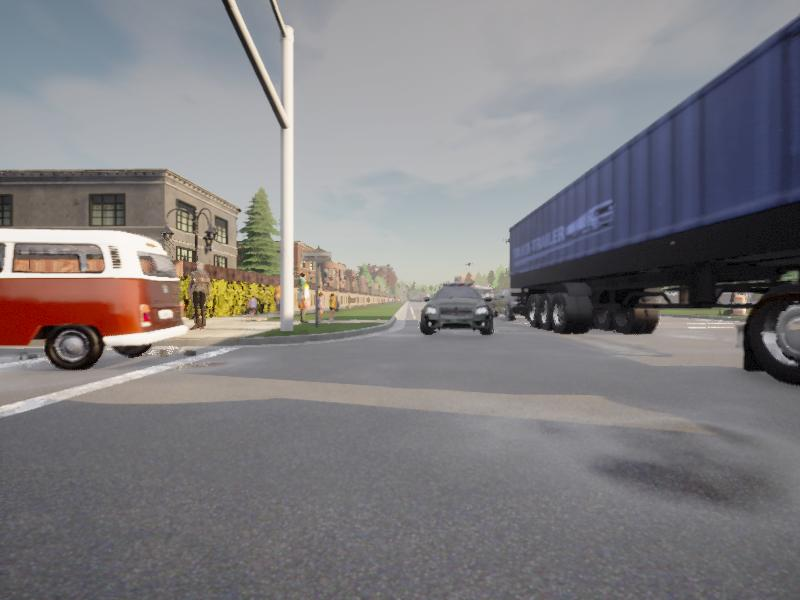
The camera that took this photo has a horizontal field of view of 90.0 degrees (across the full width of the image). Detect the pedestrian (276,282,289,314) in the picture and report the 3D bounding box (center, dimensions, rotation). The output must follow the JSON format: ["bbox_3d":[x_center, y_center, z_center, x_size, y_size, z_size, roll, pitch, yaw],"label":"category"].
[{"bbox_3d":[-6.813,-0.113,23.238,0.751,1.860,0.751,0,0,-16],"label":"pedestrian"}]

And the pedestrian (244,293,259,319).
[{"bbox_3d":[-6.549,0.267,17.688,0.500,1.100,0.500,0,0,-5],"label":"pedestrian"}]

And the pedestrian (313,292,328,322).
[{"bbox_3d":[-2.962,0.266,14.846,0.500,1.100,0.500,0,0,-15],"label":"pedestrian"}]

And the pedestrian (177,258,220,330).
[{"bbox_3d":[-5.374,-0.144,10.699,0.751,1.860,0.751,0,0,1],"label":"pedestrian"}]

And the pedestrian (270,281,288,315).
[{"bbox_3d":[-6.607,-0.113,21.925,0.751,1.860,0.751,0,0,0],"label":"pedestrian"}]

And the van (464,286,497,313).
[{"bbox_3d":[6.243,-0.001,31.560,1.775,1.987,4.442,0,0,1],"label":"van"}]

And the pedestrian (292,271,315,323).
[{"bbox_3d":[-3.557,-0.114,14.686,0.751,1.860,0.751,0,0,-20],"label":"pedestrian"}]

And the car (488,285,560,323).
[{"bbox_3d":[6.013,0.180,20.164,2.152,1.651,5.027,0,0,1],"label":"car"}]

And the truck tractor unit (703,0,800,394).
[{"bbox_3d":[5.659,-1.126,2.259,3.053,4.208,6.516,0,0,1],"label":"truck tractor unit"}]

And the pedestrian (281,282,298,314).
[{"bbox_3d":[-6.569,-0.113,23.802,0.751,1.860,0.751,0,0,-37],"label":"pedestrian"}]

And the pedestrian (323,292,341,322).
[{"bbox_3d":[-2.586,0.266,15.231,0.500,1.100,0.500,0,0,-38],"label":"pedestrian"}]

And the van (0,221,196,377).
[{"bbox_3d":[-5.891,-0.028,6.148,4.480,2.038,2.069,0,1,-7],"label":"van"}]

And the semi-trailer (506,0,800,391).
[{"bbox_3d":[5.810,-1.221,10.173,2.717,4.402,14.254,0,0,1],"label":"semi-trailer"}]

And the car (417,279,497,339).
[{"bbox_3d":[1.854,0.226,12.753,2.038,1.542,4.974,0,0,9],"label":"car"}]
